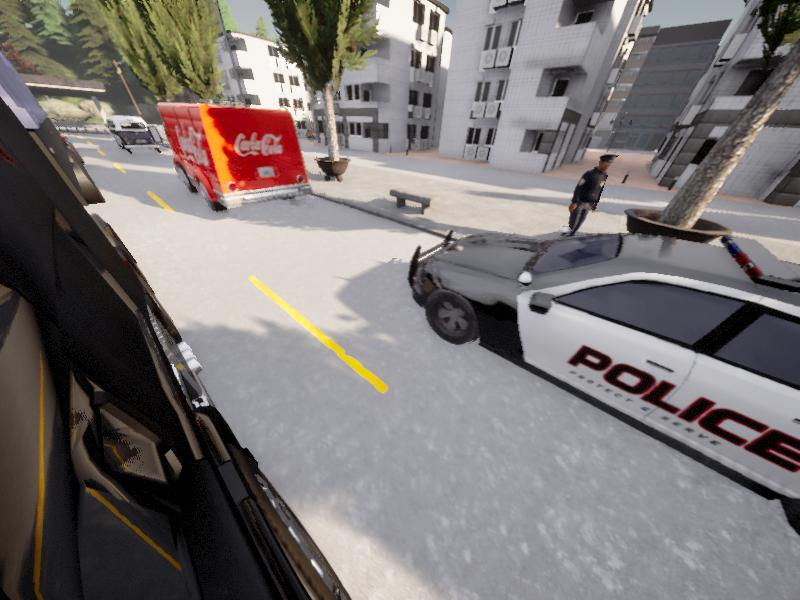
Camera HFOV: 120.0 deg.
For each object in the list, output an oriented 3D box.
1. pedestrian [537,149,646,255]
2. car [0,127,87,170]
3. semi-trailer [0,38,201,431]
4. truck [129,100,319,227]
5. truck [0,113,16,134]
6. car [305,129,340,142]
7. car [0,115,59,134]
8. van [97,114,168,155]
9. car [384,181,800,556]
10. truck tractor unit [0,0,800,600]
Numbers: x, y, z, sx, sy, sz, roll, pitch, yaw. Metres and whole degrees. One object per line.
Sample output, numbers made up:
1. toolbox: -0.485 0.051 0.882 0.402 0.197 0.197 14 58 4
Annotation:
1. pedestrian: 3.754 -1.962 4.768 0.751 1.860 0.751 -3 37 -7
2. car: -17.764 -7.644 11.511 4.181 1.385 1.994 29 44 30
3. semi-trailer: -8.668 -3.635 4.243 14.254 4.402 2.717 29 44 30
4. truck: -5.426 -4.515 7.269 5.204 2.467 2.627 29 44 30
5. truck: -41.322 -16.812 21.234 5.204 2.467 2.627 -22 42 -29
6. car: -12.332 -26.336 36.973 4.974 1.542 2.038 -10 39 -17
7. car: -41.356 -19.038 25.048 4.674 1.442 1.812 -6 37 -12
8. van: -18.662 -11.567 16.122 4.480 2.038 2.069 29 44 30
9. car: 2.349 0.106 2.404 4.974 1.542 2.038 28 44 30
10. truck tractor unit: -2.645 -0.295 0.352 6.516 4.208 3.053 28 44 30
